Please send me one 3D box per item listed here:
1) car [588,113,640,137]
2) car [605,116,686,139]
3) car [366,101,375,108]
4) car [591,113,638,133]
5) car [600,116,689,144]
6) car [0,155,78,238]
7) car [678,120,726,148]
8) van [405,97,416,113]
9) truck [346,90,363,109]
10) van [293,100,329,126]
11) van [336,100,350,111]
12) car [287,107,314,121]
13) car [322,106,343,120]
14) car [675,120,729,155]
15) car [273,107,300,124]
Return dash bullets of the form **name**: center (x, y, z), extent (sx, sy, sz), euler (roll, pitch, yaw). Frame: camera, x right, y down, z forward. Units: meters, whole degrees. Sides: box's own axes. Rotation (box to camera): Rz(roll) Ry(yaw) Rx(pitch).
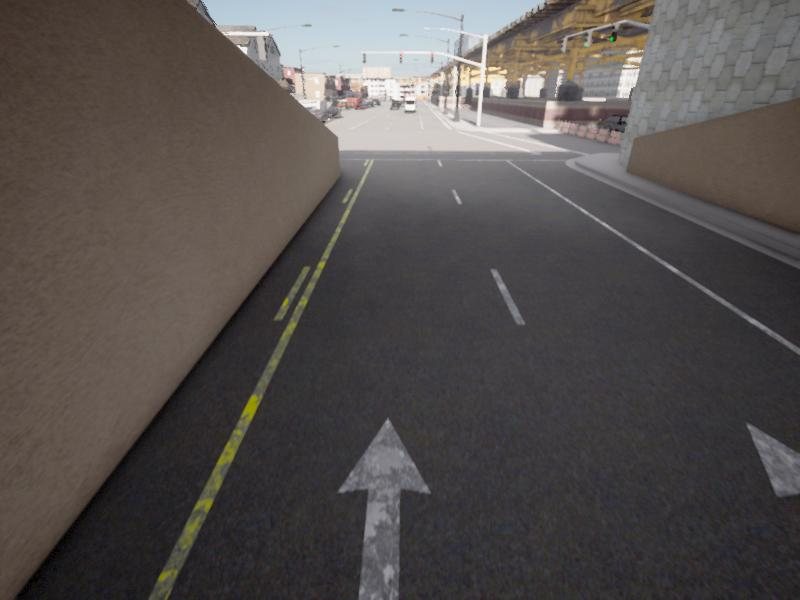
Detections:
- **car**: center (17.928, -14.667, 33.467), extent (4.974, 1.542, 2.038), euler (-24, 36, -38)
- **car**: center (17.802, -12.682, 29.261), extent (1.853, 1.218, 4.536), euler (-17, 32, -30)
- **car**: center (-7.493, -49.574, 101.387), extent (1.837, 1.490, 4.892), euler (1, 27, 2)
- **car**: center (17.965, -14.824, 33.427), extent (4.536, 1.218, 1.853), euler (-24, 36, -38)
- **car**: center (17.772, -12.562, 29.371), extent (2.038, 1.542, 4.974), euler (-17, 32, -30)
- **car**: center (-10.409, -2.252, 9.300), extent (2.007, 1.525, 4.514), euler (0, 27, 0)
- **car**: center (18.393, -10.256, 24.544), extent (1.853, 1.218, 4.536), euler (15, 31, 27)
- **van**: center (2.017, -37.335, 76.469), extent (1.988, 2.561, 5.915), euler (1, 27, 2)
- **truck**: center (-11.117, -49.178, 98.056), extent (2.891, 3.827, 8.468), euler (1, 27, 2)
- **van**: center (-9.792, -21.066, 44.909), extent (2.351, 2.431, 6.366), euler (1, 27, 2)
- **van**: center (-11.768, -40.167, 82.491), extent (2.069, 2.038, 4.480), euler (1, 27, 2)
- **car**: center (-12.987, -24.390, 52.366), extent (2.128, 1.511, 4.902), euler (1, 27, 2)
- **car**: center (-9.358, -26.051, 55.625), extent (1.837, 1.490, 4.892), euler (1, 27, 2)
- **car**: center (18.367, -10.095, 24.576), extent (2.038, 1.542, 4.974), euler (15, 31, 27)
- **car**: center (-13.222, -21.602, 46.839), extent (1.851, 1.617, 3.988), euler (1, 27, 2)
